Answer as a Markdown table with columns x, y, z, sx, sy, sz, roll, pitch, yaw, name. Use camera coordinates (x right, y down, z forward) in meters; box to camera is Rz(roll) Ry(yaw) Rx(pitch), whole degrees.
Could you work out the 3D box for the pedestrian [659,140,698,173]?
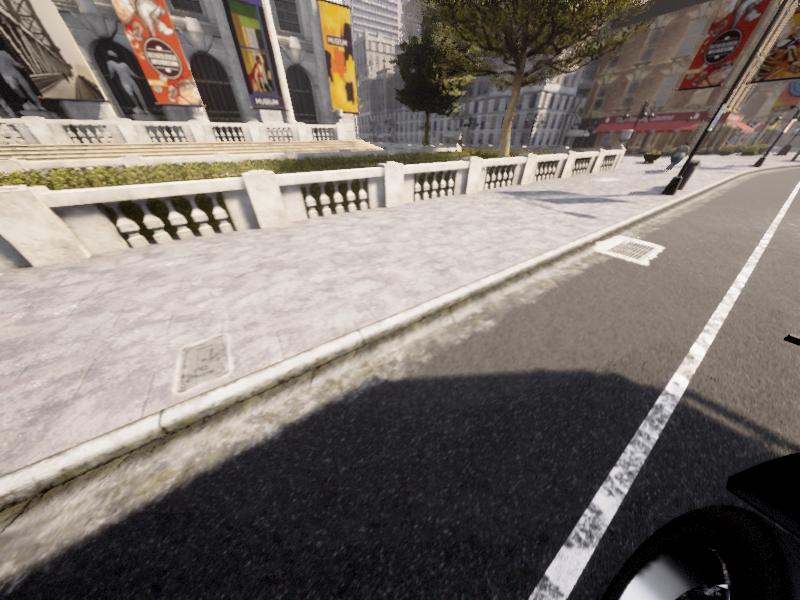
| x | y | z | sx | sy | sz | roll | pitch | yaw | name |
| --- | --- | --- | --- | --- | --- | --- | --- | --- | --- |
| 18.671 | -9.650 | 15.532 | 0.751 | 1.860 | 0.751 | -15 | 38 | -19 | pedestrian |
